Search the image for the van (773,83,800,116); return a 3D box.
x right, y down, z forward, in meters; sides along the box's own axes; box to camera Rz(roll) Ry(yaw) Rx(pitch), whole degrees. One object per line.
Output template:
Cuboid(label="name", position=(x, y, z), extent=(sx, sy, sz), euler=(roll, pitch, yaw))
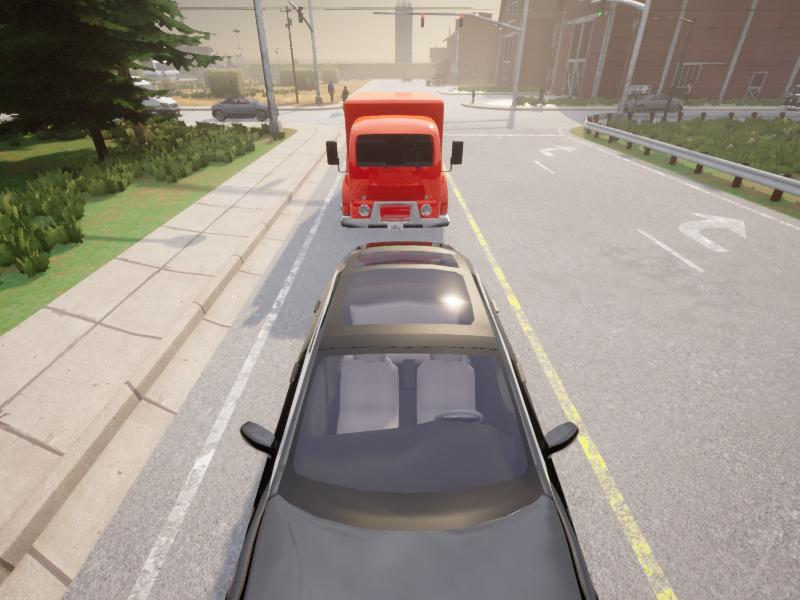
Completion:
Cuboid(label="van", position=(30.707, -14.636, 29.138), extent=(4.480, 2.038, 2.069), euler=(0, 30, 0))

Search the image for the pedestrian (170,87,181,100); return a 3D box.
Cuboid(label="pedestrian", position=(-22.484, -20.685, 40.001), extent=(0.500, 1.100, 0.500), euler=(8, 31, 13))

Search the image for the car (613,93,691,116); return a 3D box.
Cuboid(label="car", position=(18.376, -14.350, 29.309), extent=(4.181, 1.385, 1.994), euler=(0, 30, 0))

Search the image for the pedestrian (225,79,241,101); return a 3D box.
Cuboid(label="pedestrian", position=(-15.841, -19.932, 37.966), extent=(0.751, 1.860, 0.751), euler=(13, 33, 21))

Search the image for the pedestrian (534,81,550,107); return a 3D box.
Cuboid(label="pedestrian", position=(11.604, -16.815, 32.689), extent=(0.751, 1.860, 0.751), euler=(0, 30, 0))

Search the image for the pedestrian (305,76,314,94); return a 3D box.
Cuboid(label="pedestrian", position=(-10.994, -26.009, 48.374), extent=(0.751, 1.860, 0.751), euler=(-11, 32, -17))

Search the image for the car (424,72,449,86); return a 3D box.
Cuboid(label="car", position=(6.298, -37.973, 68.884), extent=(1.905, 1.878, 3.866), euler=(-31, 40, -33))

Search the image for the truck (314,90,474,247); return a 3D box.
Cuboid(label="truck", position=(-0.136, -3.421, 9.426), extent=(2.627, 2.467, 5.204), euler=(-1, 30, -1))

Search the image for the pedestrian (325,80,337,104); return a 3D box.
Cuboid(label="pedestrian", position=(-6.059, -18.404, 35.356), extent=(0.751, 1.860, 0.751), euler=(-10, 32, -17))

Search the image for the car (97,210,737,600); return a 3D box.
Cuboid(label="car", position=(0.058, 0.761, 3.240), extent=(2.128, 1.511, 4.902), euler=(0, 30, 0))

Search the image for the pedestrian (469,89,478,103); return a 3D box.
Cuboid(label="pedestrian", position=(6.628, -18.384, 36.075), extent=(0.500, 1.100, 0.500), euler=(-19, 35, -29))

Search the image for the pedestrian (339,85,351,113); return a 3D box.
Cuboid(label="pedestrian", position=(-4.105, -15.103, 30.023), extent=(0.751, 1.860, 0.751), euler=(-1, 30, -2))

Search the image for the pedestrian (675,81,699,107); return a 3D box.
Cuboid(label="pedestrian", position=(23.371, -16.767, 32.613), extent=(0.751, 1.860, 0.751), euler=(0, 30, 0))

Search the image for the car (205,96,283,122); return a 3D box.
Cuboid(label="car", position=(-10.155, -12.596, 26.289), extent=(4.181, 1.385, 1.994), euler=(0, 30, 0))

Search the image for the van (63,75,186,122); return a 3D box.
Cuboid(label="van", position=(-17.658, -13.101, 25.991), extent=(5.915, 2.561, 1.988), euler=(0, 30, 0))
